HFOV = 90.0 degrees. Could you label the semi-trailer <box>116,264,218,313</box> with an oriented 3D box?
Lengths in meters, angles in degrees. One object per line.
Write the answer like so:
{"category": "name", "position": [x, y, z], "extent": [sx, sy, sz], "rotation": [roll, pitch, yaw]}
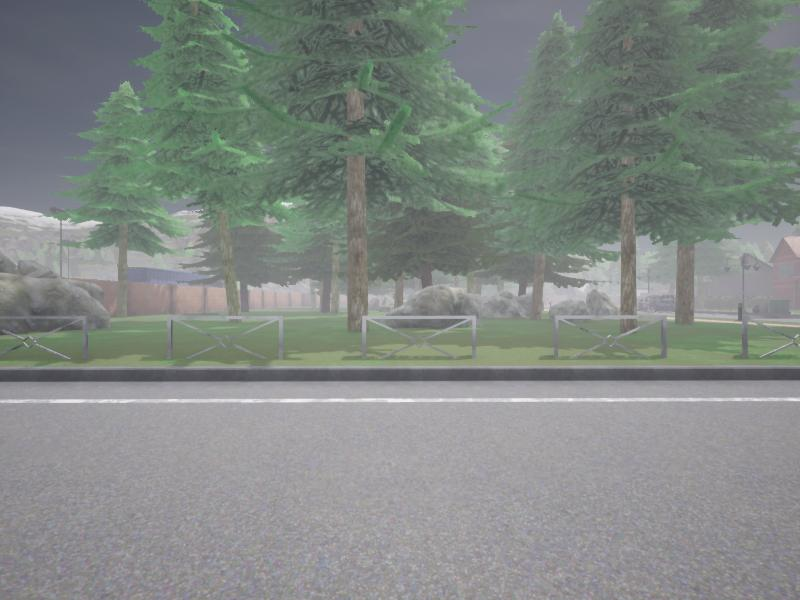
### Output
{"category": "semi-trailer", "position": [-23.886, -1.026, 42.570], "extent": [2.717, 4.402, 14.254], "rotation": [0, 0, -1]}

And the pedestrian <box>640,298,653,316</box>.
{"category": "pedestrian", "position": [15.733, 0.432, 25.568], "extent": [0.500, 1.100, 0.500], "rotation": [0, 0, -10]}

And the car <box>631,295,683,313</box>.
{"category": "car", "position": [24.281, 0.340, 38.016], "extent": [2.033, 1.649, 4.856], "rotation": [0, 0, 3]}

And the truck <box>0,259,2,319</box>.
{"category": "truck", "position": [-27.019, -0.725, 21.526], "extent": [2.891, 3.827, 8.468], "rotation": [0, 0, -1]}

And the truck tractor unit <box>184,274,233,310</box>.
{"category": "truck tractor unit", "position": [-24.007, -0.928, 50.488], "extent": [3.053, 4.208, 6.516], "rotation": [0, 0, 0]}
